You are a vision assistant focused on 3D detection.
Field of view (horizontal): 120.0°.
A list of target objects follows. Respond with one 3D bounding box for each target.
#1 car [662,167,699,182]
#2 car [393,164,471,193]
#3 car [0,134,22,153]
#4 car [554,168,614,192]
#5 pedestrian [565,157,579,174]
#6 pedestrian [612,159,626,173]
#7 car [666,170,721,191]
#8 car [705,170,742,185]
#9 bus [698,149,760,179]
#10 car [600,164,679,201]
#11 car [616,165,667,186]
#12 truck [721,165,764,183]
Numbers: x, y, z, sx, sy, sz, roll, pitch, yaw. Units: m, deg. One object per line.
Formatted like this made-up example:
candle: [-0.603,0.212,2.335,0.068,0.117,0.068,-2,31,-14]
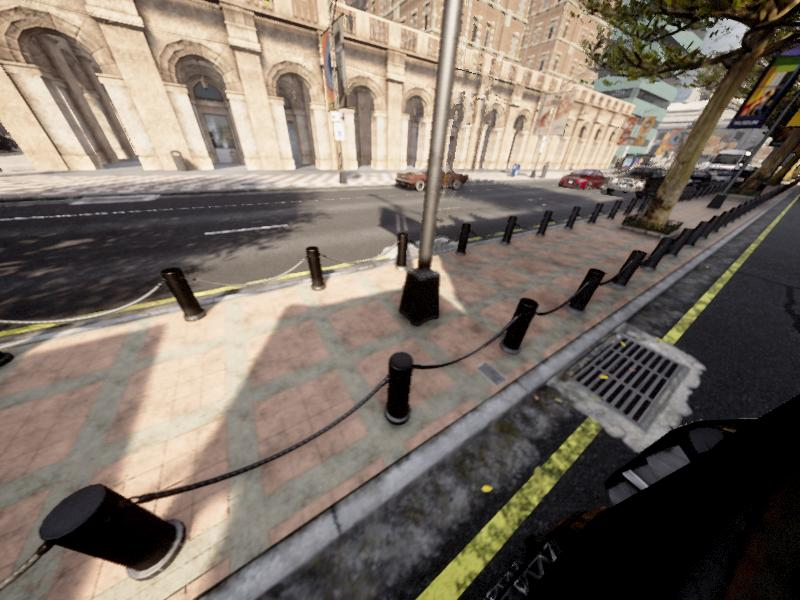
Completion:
car: [37.566,-16.786,30.891,4.892,1.490,1.837,-17,39,-28]
car: [2.057,-7.837,14.755,4.718,1.301,1.895,-17,39,-28]
car: [-39.358,-14.738,21.709,2.163,1.488,4.792,-17,39,-27]
car: [14.704,-9.660,18.450,4.181,1.385,1.994,-17,39,-28]
pedestrian: [22.761,-17.752,30.522,0.751,1.860,0.751,26,40,31]
pedestrian: [35.990,-21.972,37.933,0.751,1.860,0.751,-10,36,-18]
car: [28.937,-11.842,22.741,4.902,1.511,2.128,-17,38,-28]
car: [41.320,-15.678,29.485,3.633,1.501,1.845,-17,39,-27]
bus: [60.752,-25.011,42.637,10.273,4.253,3.944,-17,38,-28]
car: [16.262,-8.069,15.710,4.605,1.855,1.932,-17,39,-27]
car: [25.216,-13.019,24.111,4.856,1.649,2.033,-18,39,-28]
truck: [52.551,-19.394,35.464,6.274,2.098,2.390,-17,39,-27]
